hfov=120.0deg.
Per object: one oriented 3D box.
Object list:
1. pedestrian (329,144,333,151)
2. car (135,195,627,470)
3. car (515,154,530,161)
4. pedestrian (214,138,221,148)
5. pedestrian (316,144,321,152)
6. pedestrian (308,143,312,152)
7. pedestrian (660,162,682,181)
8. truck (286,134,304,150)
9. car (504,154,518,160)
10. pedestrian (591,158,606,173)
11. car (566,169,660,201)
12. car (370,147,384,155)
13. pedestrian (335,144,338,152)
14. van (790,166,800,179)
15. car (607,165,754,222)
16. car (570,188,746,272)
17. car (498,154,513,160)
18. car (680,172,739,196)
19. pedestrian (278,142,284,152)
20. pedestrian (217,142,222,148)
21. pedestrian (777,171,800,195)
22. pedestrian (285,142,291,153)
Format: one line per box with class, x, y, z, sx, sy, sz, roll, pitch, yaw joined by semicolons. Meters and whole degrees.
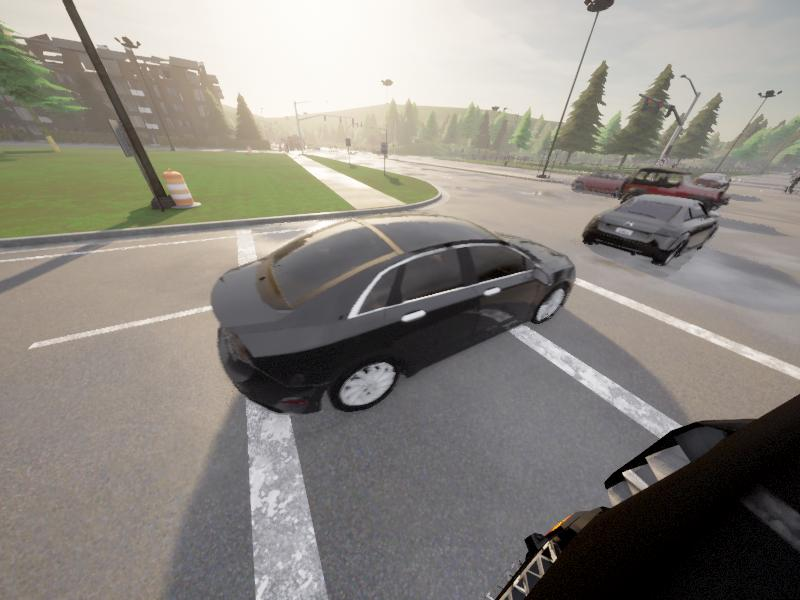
pedestrian;-21.114;-46.717;70.885;0.751;1.860;0.751;-16;38;-25
car;0.475;-0.333;3.134;4.892;1.490;1.837;-16;38;-26
car;42.188;-49.055;79.583;4.856;1.649;2.033;-16;38;-26
pedestrian;-42.790;-36.806;54.070;0.751;1.860;0.751;-15;37;-24
pedestrian;-22.677;-42.438;64.379;0.751;1.860;0.751;-20;40;-30
pedestrian;-24.588;-41.725;63.157;0.751;1.860;0.751;-19;39;-29
pedestrian;32.179;-15.281;27.437;0.751;1.860;0.751;-13;37;-23
truck;-32.537;-48.776;71.430;2.891;3.827;8.468;-16;38;-26
car;39.146;-50.383;81.454;3.988;1.617;1.851;-16;38;-26
pedestrian;28.684;-19.444;33.437;0.751;1.860;0.751;-13;37;-22
car;14.377;-8.025;15.902;1.994;1.385;4.181;-15;38;-25
car;-6.523;-42.388;65.791;1.930;1.638;5.238;-15;38;-25
pedestrian;-19.002;-45.360;68.786;0.751;1.860;0.751;-5;34;-12
van;92.412;-29.058;52.628;6.366;2.431;2.351;-16;38;-26
car;13.318;-5.382;11.370;1.905;1.878;3.866;-15;37;-25
car;7.349;-2.234;6.639;4.181;1.385;1.994;-16;38;-26
car;38.707;-52.411;84.646;5.027;1.651;2.152;-16;38;-26
car;25.945;-9.778;19.368;4.674;1.442;1.812;-16;38;-27
pedestrian;-27.994;-35.931;54.169;0.751;1.860;0.751;-15;37;-25
pedestrian;-42.848;-36.849;54.818;0.500;1.100;0.500;-16;38;-26
pedestrian;36.027;-10.688;21.093;0.751;1.860;0.751;-13;37;-23
pedestrian;-24.898;-33.870;51.302;0.751;1.860;0.751;-17;39;-27
